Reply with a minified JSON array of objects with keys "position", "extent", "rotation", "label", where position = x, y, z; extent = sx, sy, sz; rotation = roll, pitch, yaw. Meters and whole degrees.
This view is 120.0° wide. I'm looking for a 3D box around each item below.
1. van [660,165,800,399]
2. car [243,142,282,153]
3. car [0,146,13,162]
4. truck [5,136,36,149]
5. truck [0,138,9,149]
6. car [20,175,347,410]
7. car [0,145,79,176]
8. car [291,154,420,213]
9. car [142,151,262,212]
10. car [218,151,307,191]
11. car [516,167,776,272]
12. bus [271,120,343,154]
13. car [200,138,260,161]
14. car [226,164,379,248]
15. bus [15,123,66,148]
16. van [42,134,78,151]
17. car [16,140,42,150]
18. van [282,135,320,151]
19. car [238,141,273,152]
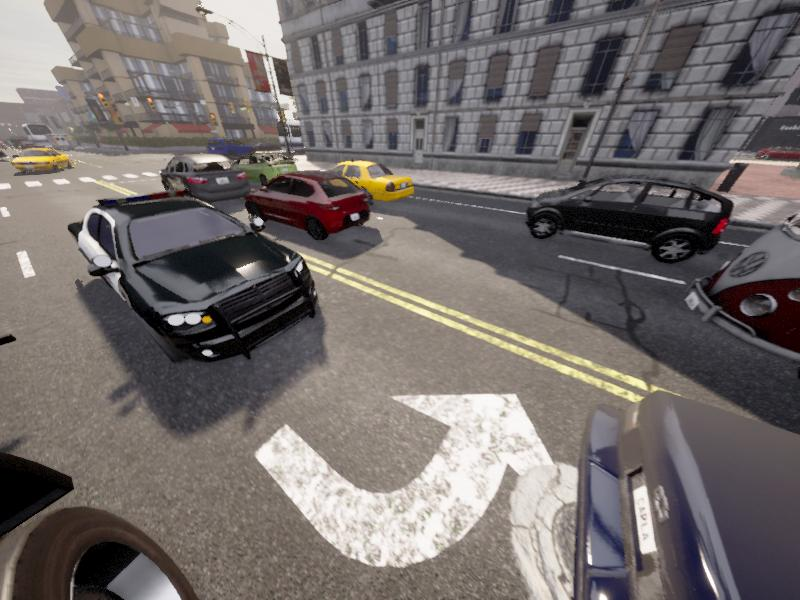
[{"position":[5.887,0.269,1.847],"extent":[4.442,1.987,1.775],"rotation":[22,40,27],"label":"van"},{"position":[-23.880,-26.710,40.388],"extent":[2.033,1.411,5.357],"rotation":[21,40,27],"label":"car"},{"position":[-42.817,-14.318,22.577],"extent":[2.128,1.511,4.902],"rotation":[22,40,27],"label":"car"},{"position":[-80.531,-33.513,48.998],"extent":[6.274,2.098,2.390],"rotation":[21,40,27],"label":"truck"},{"position":[-80.737,-31.316,45.562],"extent":[5.204,2.467,2.627],"rotation":[21,40,27],"label":"truck"},{"position":[-3.478,-0.820,3.714],"extent":[4.974,1.542,2.038],"rotation":[22,40,27],"label":"car"},{"position":[-26.916,-10.600,17.365],"extent":[1.801,1.575,5.366],"rotation":[-23,41,-30],"label":"car"},{"position":[-1.974,-5.129,9.792],"extent":[5.366,1.575,1.801],"rotation":[21,40,27],"label":"car"},{"position":[-8.385,-5.224,9.801],"extent":[4.611,1.667,2.242],"rotation":[24,42,30],"label":"car"},{"position":[-7.681,-7.330,12.917],"extent":[4.514,1.525,2.007],"rotation":[21,40,27],"label":"car"},{"position":[5.277,-2.240,5.776],"extent":[3.705,1.549,1.789],"rotation":[22,41,27],"label":"car"},{"position":[-15.011,-27.291,38.800],"extent":[3.944,4.253,10.273],"rotation":[22,40,27],"label":"bus"},{"position":[-19.829,-17.896,27.357],"extent":[2.150,2.045,5.566],"rotation":[6,36,9],"label":"car"},{"position":[-2.877,-3.004,6.865],"extent":[4.193,1.474,1.816],"rotation":[21,40,27],"label":"car"},{"position":[-80.139,-36.587,51.489],"extent":[10.273,4.253,3.944],"rotation":[21,40,27],"label":"bus"},{"position":[-63.079,-29.282,42.840],"extent":[6.366,2.431,2.351],"rotation":[21,40,27],"label":"van"},{"position":[-68.757,-28.658,42.773],"extent":[4.674,1.442,1.812],"rotation":[21,40,27],"label":"car"},{"position":[-19.357,-30.966,45.559],"extent":[2.351,2.431,6.366],"rotation":[22,41,27],"label":"van"},{"position":[-26.367,-28.237,42.459],"extent":[2.163,1.488,4.792],"rotation":[22,40,27],"label":"car"}]
